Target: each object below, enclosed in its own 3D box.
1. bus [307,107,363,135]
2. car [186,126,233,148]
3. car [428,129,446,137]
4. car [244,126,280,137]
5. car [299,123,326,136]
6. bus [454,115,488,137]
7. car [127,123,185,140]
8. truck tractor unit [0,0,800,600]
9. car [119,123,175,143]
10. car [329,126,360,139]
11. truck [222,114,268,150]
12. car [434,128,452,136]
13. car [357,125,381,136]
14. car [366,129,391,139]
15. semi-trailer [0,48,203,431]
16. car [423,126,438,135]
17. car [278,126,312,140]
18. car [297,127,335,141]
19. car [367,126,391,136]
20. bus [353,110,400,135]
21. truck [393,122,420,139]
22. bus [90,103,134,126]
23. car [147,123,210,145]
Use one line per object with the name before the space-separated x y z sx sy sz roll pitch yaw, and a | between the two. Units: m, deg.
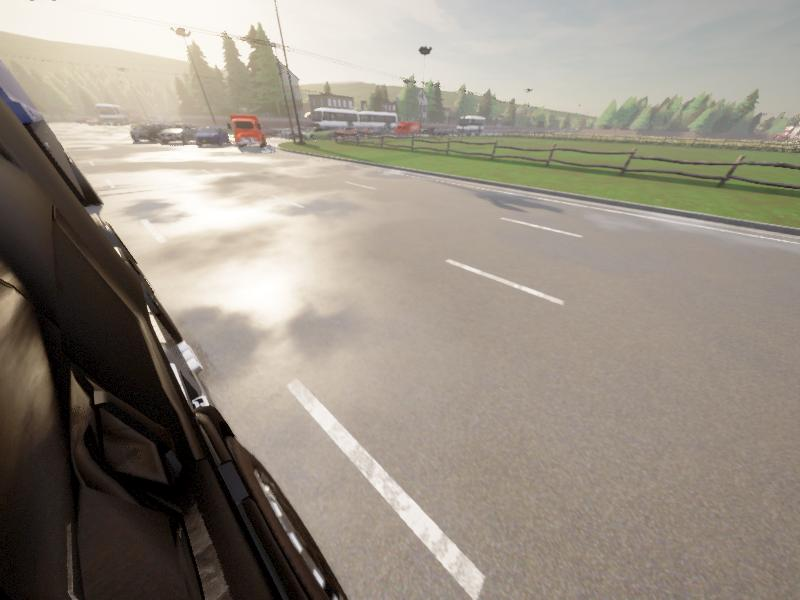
bus | -13.067 -36.780 47.765 3.944 4.253 10.273 28 44 30
car | -18.239 -15.890 22.392 1.882 1.535 5.008 -10 39 -14
car | 8.393 -37.941 52.562 1.994 1.385 4.181 28 44 30
car | -21.535 -26.431 36.212 1.994 1.385 4.181 26 44 28
car | -15.834 -30.860 41.829 1.905 1.878 3.866 27 44 30
bus | 19.166 -46.631 62.033 3.944 4.253 10.273 28 44 30
car | -29.328 -20.468 28.004 1.812 1.442 4.674 5 37 5
truck tractor unit | -2.645 -0.295 0.351 6.516 4.208 3.053 28 44 30
car | -25.626 -17.082 23.632 1.789 1.549 3.705 -4 38 -6
car | -9.348 -28.733 39.492 2.242 1.667 4.611 28 44 30
truck | -14.351 -15.878 21.774 2.627 2.467 5.204 -15 40 -20
car | 11.070 -43.239 59.500 2.128 1.511 4.902 28 44 30
car | -6.674 -37.033 50.489 4.611 1.667 2.242 -26 45 -32
car | -3.723 -29.295 40.718 1.994 1.385 4.181 28 44 30
semi-trailer | -8.736 -3.552 4.228 14.254 4.402 2.717 28 44 30
car | 7.895 -44.452 60.646 1.905 1.878 3.866 28 44 30
car | -15.223 -24.346 33.656 1.970 1.475 3.806 26 43 28
car | -11.783 -23.511 32.665 2.007 1.525 4.514 26 43 28
car | -4.369 -35.577 48.678 2.242 1.667 4.611 28 45 30
bus | -5.519 -42.123 55.089 10.273 4.253 3.944 -20 42 -26
truck | 1.313 -33.344 45.276 2.627 2.467 5.204 27 47 30
bus | -74.294 -48.066 59.973 3.944 4.253 10.273 -20 43 -26
car | -22.295 -16.992 23.596 2.152 1.651 5.027 -4 38 -7
